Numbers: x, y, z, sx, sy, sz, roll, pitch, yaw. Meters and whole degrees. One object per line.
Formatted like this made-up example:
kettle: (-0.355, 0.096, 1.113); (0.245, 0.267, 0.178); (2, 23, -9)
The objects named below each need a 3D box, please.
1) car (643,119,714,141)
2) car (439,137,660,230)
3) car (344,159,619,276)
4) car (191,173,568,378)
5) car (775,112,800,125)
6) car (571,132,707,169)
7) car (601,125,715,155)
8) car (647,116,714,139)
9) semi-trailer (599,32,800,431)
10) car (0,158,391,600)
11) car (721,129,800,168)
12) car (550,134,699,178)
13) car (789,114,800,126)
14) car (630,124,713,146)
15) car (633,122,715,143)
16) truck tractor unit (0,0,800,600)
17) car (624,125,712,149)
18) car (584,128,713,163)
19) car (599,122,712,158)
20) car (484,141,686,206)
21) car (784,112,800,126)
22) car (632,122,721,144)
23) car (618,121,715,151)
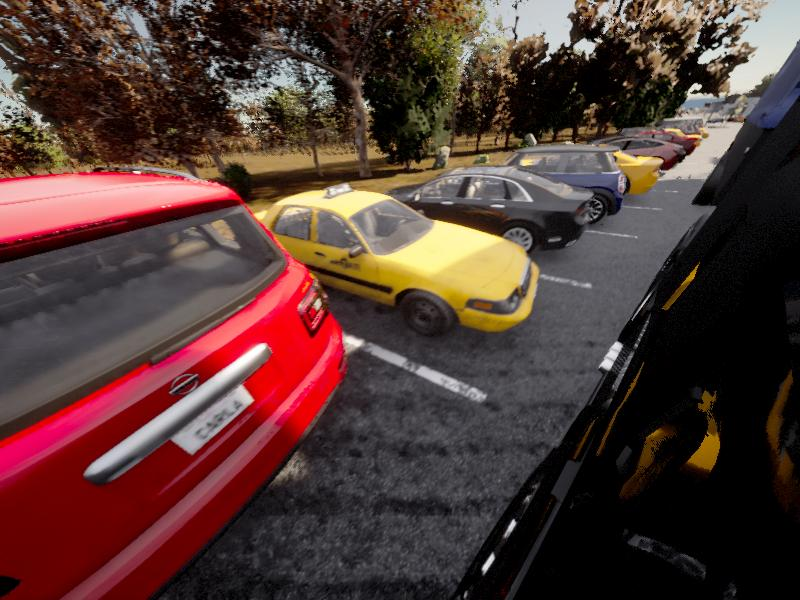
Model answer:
car: (32.181, -19.852, 26.987); (4.553, 1.767, 2.185); (14, 39, 22)
car: (3.732, -3.570, 6.792); (4.553, 1.767, 2.185); (17, 41, 25)
car: (1.447, -2.267, 5.391); (4.892, 1.521, 2.231); (17, 41, 26)
car: (-0.672, -1.025, 3.837); (5.366, 1.575, 1.946); (17, 40, 26)
car: (80.011, -35.962, 45.667); (5.566, 2.045, 2.435); (11, 39, 17)
car: (12.711, -8.329, 12.912); (4.792, 1.488, 2.163); (16, 40, 25)
car: (19.114, -12.138, 17.602); (5.366, 1.575, 1.946); (15, 40, 24)
car: (34.355, -21.221, 28.527); (4.442, 1.987, 1.878); (13, 39, 22)
semi-trailer: (8.651, -3.618, 4.299); (14.254, 4.402, 2.717); (-28, 43, -30)
car: (-3.157, -0.078, 2.304); (5.566, 2.045, 2.435); (17, 41, 26)
car: (19.342, -8.227, 12.412); (4.181, 1.385, 1.994); (-30, 44, -31)
car: (10.424, -7.110, 11.411); (4.792, 1.488, 2.163); (16, 40, 25)
car: (76.133, -33.003, 42.144); (4.553, 1.767, 2.185); (11, 39, 17)
car: (25.775, -15.860, 22.278); (4.674, 1.452, 2.002); (14, 40, 23)
car: (29.874, -18.507, 25.527); (5.366, 1.575, 1.946); (14, 39, 23)
truck tractor unit: (2.645, -0.295, 0.351); (6.516, 4.208, 3.053); (-28, 44, -30)
car: (23.625, -14.585, 20.691); (4.674, 1.452, 2.002); (15, 40, 23)
car: (14.895, -9.593, 14.431); (5.008, 1.535, 2.097); (16, 40, 24)
car: (17.060, -10.952, 15.921); (4.553, 1.767, 2.185); (15, 39, 24)
car: (5.976, -4.684, 8.366); (5.008, 1.535, 2.097); (17, 41, 25)
car: (77.997, -34.524, 43.902); (4.442, 1.987, 1.878); (11, 39, 17)
car: (28.079, -17.140, 23.783); (5.366, 1.575, 1.946); (14, 39, 23)
car: (21.476, -13.446, 19.008); (4.553, 1.767, 2.185); (15, 40, 24)
